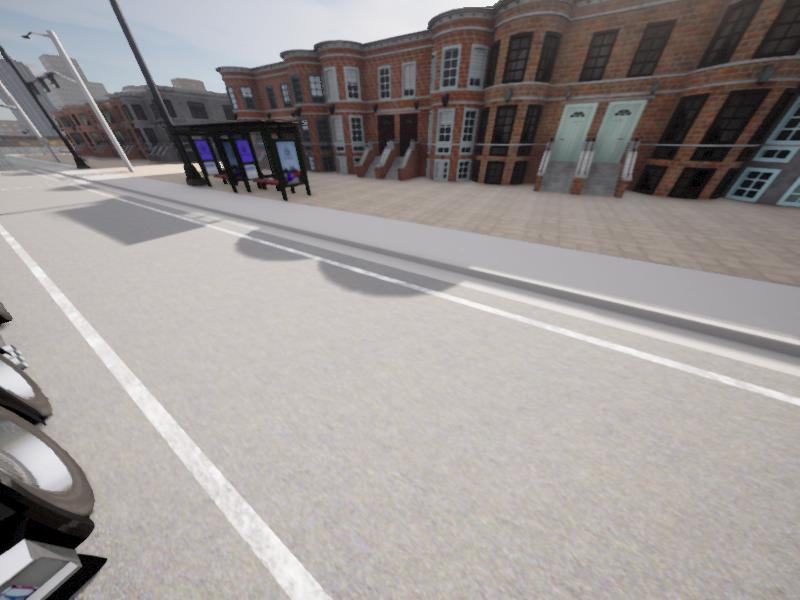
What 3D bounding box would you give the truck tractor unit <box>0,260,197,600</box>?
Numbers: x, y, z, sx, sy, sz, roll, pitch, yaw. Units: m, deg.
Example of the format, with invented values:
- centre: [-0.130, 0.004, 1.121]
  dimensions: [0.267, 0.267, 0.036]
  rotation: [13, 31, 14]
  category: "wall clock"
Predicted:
- centre: [-5.108, -0.303, 0.790]
  dimensions: [6.516, 4.208, 3.053]
  rotation: [18, 39, 25]
  category: "truck tractor unit"
